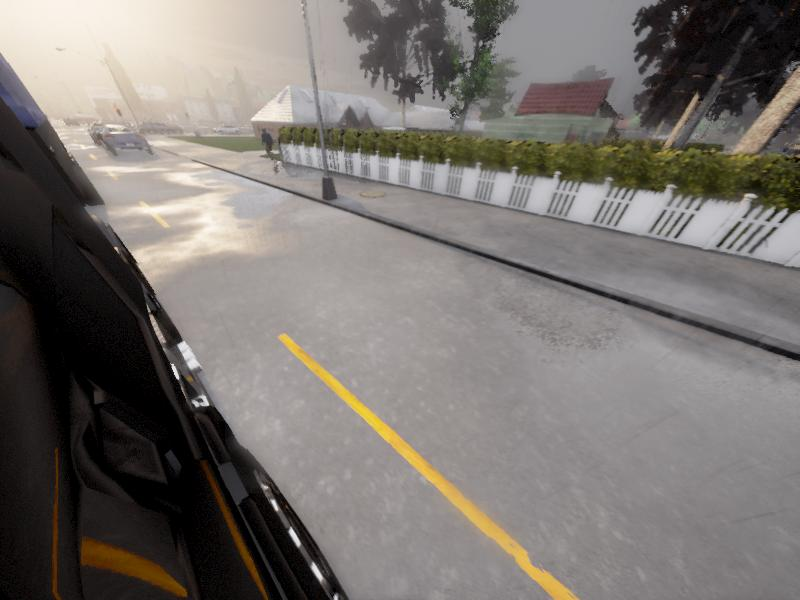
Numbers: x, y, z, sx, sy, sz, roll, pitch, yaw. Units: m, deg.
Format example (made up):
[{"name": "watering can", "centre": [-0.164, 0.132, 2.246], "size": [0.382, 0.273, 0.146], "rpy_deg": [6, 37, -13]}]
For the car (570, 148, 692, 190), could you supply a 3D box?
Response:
[{"name": "car", "centre": [11.873, -7.079, 12.252], "size": [4.181, 1.381, 1.994], "rpy_deg": [28, 44, 30]}]

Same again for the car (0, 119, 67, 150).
[{"name": "car", "centre": [-27.824, -12.598, 17.538], "size": [4.611, 1.667, 2.242], "rpy_deg": [28, 44, 30]}]

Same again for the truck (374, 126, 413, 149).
[{"name": "truck", "centre": [-0.731, -19.590, 27.880], "size": [2.069, 2.038, 4.478], "rpy_deg": [28, 44, 30]}]

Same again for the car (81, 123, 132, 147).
[{"name": "car", "centre": [-26.858, -15.149, 21.137], "size": [4.974, 1.542, 2.038], "rpy_deg": [28, 44, 30]}]

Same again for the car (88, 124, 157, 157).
[{"name": "car", "centre": [-19.962, -11.530, 16.603], "size": [5.027, 1.651, 2.152], "rpy_deg": [28, 44, 30]}]

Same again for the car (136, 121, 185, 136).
[{"name": "car", "centre": [-36.945, -26.573, 35.815], "size": [2.033, 1.649, 4.856], "rpy_deg": [32, 46, 33]}]

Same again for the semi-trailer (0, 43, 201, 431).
[{"name": "semi-trailer", "centre": [-8.697, -3.591, 4.251], "size": [14.254, 4.402, 2.717], "rpy_deg": [28, 44, 30]}]

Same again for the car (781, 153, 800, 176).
[{"name": "car", "centre": [36.571, -11.692, 20.155], "size": [1.801, 1.575, 5.366], "rpy_deg": [28, 44, 30]}]

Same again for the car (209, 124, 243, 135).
[{"name": "car", "centre": [-33.247, -32.687, 44.331], "size": [2.007, 1.525, 4.514], "rpy_deg": [28, 44, 30]}]

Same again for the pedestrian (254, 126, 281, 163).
[{"name": "pedestrian", "centre": [-8.269, -9.753, 14.484], "size": [0.751, 1.860, 0.751], "rpy_deg": [28, 44, 30]}]

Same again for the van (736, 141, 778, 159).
[{"name": "van", "centre": [63.867, -27.033, 41.517], "size": [1.988, 2.561, 5.915], "rpy_deg": [28, 44, 30]}]

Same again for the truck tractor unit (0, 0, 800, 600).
[{"name": "truck tractor unit", "centre": [-2.645, -0.295, 0.351], "size": [6.516, 4.208, 3.053], "rpy_deg": [28, 44, 30]}]

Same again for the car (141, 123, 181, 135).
[{"name": "car", "centre": [-39.540, -28.373, 38.300], "size": [1.994, 1.385, 4.181], "rpy_deg": [29, 44, 31]}]
